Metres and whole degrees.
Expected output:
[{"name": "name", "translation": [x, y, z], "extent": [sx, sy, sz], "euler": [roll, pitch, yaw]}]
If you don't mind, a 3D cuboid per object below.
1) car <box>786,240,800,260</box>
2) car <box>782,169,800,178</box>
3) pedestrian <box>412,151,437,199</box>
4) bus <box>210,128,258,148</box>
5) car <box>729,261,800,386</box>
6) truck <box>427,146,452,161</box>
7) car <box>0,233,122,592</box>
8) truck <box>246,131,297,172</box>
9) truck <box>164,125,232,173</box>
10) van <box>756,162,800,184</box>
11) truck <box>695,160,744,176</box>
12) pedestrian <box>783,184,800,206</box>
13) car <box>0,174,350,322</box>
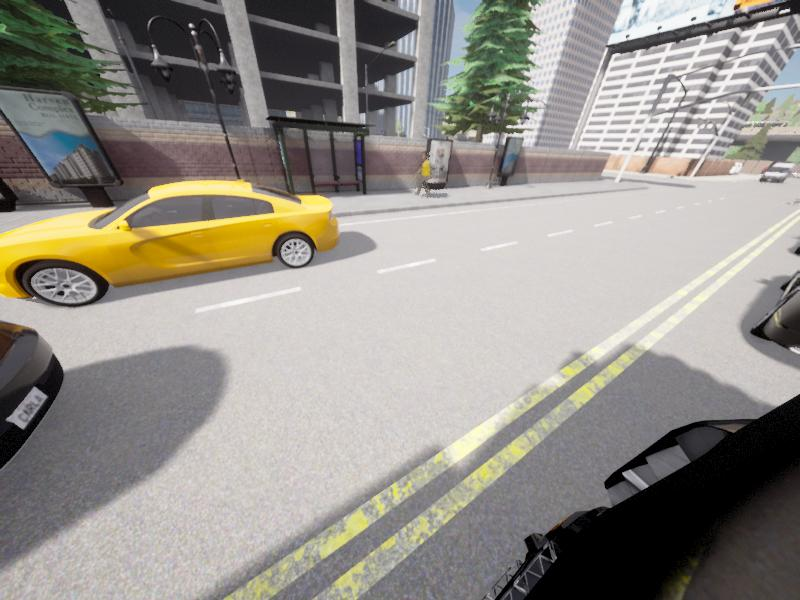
[{"name": "car", "translation": [13.676, -1.928, 6.386], "extent": [4.611, 1.667, 2.242], "euler": [-16, 38, -26]}, {"name": "car", "translation": [89.235, -27.685, 50.936], "extent": [2.038, 1.542, 4.974], "euler": [-16, 38, -26]}, {"name": "pedestrian", "translation": [1.106, -5.703, 10.613], "extent": [0.751, 1.860, 0.751], "euler": [-6, 34, -13]}, {"name": "bus", "translation": [-48.605, -47.659, 68.107], "extent": [10.273, 4.253, 3.944], "euler": [-16, 38, -26]}, {"name": "car", "translation": [7.290, -0.099, 3.169], "extent": [5.238, 1.638, 1.930], "euler": [-16, 38, -26]}, {"name": "truck", "translation": [9.028, -33.915, 53.435], "extent": [2.627, 2.467, 5.204], "euler": [-16, 39, -26]}, {"name": "car", "translation": [-4.771, 1.161, 0.479], "extent": [4.892, 1.490, 1.837], "euler": [-16, 38, -26]}, {"name": "truck", "translation": [-10.482, -11.995, 18.674], "extent": [2.615, 2.467, 5.204], "euler": [-16, 38, -26]}, {"name": "truck", "translation": [-14.208, -10.930, 16.785], "extent": [2.615, 2.467, 5.204], "euler": [-16, 38, -26]}, {"name": "van", "translation": [56.413, -18.931, 34.480], "extent": [5.915, 2.561, 1.988], "euler": [-16, 38, -26]}, {"name": "truck", "translation": [67.198, -27.943, 48.688], "extent": [2.615, 2.467, 5.204], "euler": [-16, 38, -26]}, {"name": "pedestrian", "translation": [26.991, -7.087, 15.466], "extent": [0.751, 1.300, 0.751], "euler": [-24, 42, -34]}, {"name": "car", "translation": [-3.724, -1.392, 4.362], "extent": [5.008, 1.535, 1.882], "euler": [-16, 38, -26]}]
